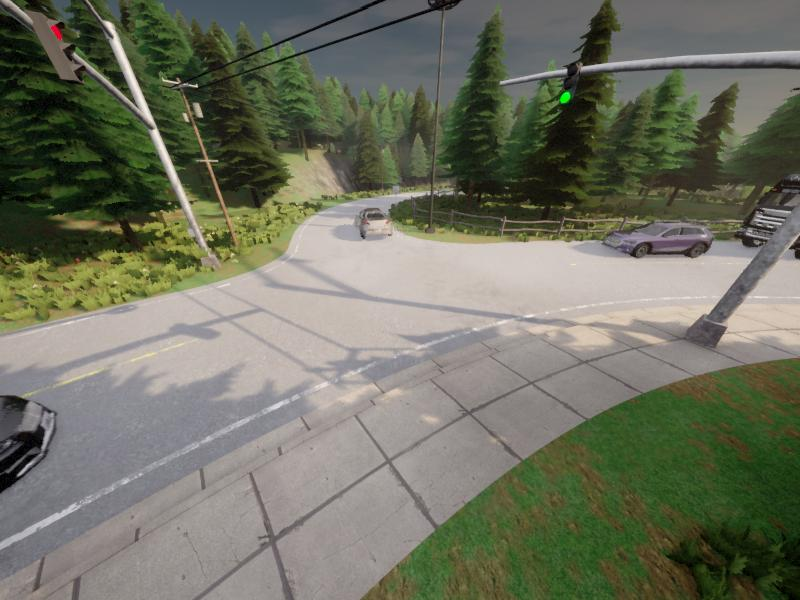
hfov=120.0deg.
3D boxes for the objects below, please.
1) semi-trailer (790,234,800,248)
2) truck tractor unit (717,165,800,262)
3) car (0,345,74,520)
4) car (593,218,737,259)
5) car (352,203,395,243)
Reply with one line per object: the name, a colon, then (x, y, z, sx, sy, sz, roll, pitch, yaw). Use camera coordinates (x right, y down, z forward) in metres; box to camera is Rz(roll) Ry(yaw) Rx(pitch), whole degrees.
semi-trailer: (30.634, -4.395, 11.504, 14.254, 4.402, 2.717, 1, 30, 1)
truck tractor unit: (22.725, -4.414, 11.744, 6.516, 4.208, 3.053, 1, 30, 1)
car: (-7.531, 2.684, 2.149, 2.128, 1.511, 4.902, 25, 38, 36)
car: (13.963, -3.365, 12.511, 4.856, 1.649, 2.033, 0, 30, 0)
car: (-2.056, -5.736, 16.677, 2.152, 1.651, 5.027, -8, 31, -14)
